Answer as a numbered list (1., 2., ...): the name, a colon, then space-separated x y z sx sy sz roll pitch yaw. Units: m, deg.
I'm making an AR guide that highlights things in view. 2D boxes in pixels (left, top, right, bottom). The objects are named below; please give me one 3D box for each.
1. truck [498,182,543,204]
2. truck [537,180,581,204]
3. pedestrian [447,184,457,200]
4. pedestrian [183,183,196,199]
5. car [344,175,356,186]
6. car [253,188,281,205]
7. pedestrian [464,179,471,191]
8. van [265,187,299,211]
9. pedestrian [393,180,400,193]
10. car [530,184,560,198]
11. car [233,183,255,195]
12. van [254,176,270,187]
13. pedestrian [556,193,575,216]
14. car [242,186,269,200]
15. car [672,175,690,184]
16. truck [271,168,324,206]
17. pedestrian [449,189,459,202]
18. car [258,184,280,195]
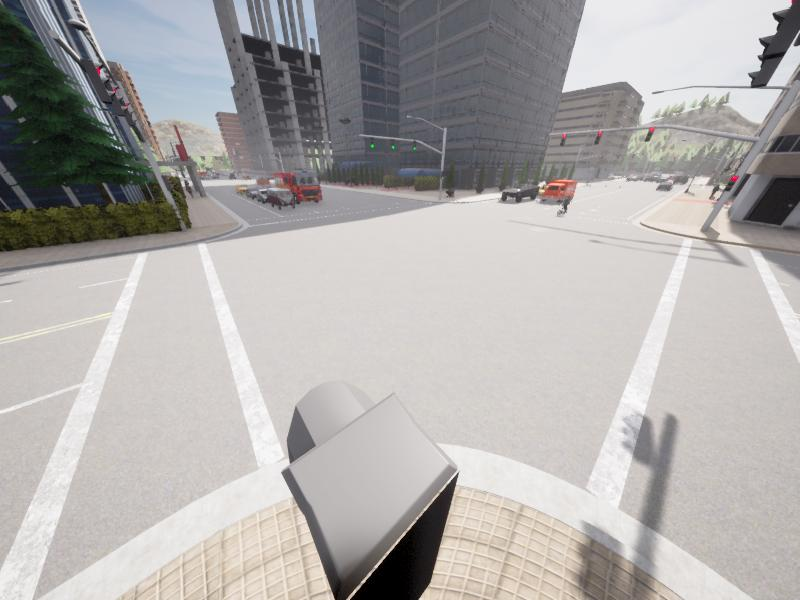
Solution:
1. truck: 16.129 -14.403 30.853 6.274 2.098 2.390 -22 37 -33
2. truck: 20.639 -14.160 30.062 5.204 2.467 2.627 -23 37 -34
3. pedestrian: 6.893 -14.440 30.803 0.751 1.860 0.751 -25 38 -36
4. pedestrian: -29.065 -15.101 31.948 0.751 1.860 0.751 -23 37 -34
5. car: -11.925 -28.857 55.608 2.390 2.098 6.274 -5 30 -9
6. car: -17.092 -13.309 29.581 1.970 1.475 3.806 -23 37 -34
7. pedestrian: 12.138 -20.753 41.713 0.751 1.860 0.751 -1 30 -1
8. van: -13.002 -11.136 25.307 1.775 1.987 4.442 -23 37 -34
9. pedestrian: -0.602 -18.781 38.321 0.751 1.860 0.751 -25 38 -36
10. car: 22.172 -16.671 35.301 5.366 1.575 1.801 -22 37 -33
11. car: -26.297 -18.722 38.896 1.882 1.535 5.008 -23 37 -34
12. van: -32.430 -27.900 54.343 1.775 1.987 4.442 -23 37 -34
13. pedestrian: 15.403 -8.875 21.469 0.751 1.860 0.751 -24 38 -35
14. car: -21.288 -15.726 33.851 2.033 1.411 5.357 -23 37 -34
15. car: 76.435 -32.763 62.714 5.566 2.045 2.150 -23 37 -34
16. truck: -13.322 -14.808 29.830 2.891 3.827 8.468 -23 37 -34
17. pedestrian: 6.863 -13.295 29.380 0.751 1.300 0.751 20 36 31
18. car: -22.751 -19.262 40.000 1.994 1.385 4.181 -23 37 -35
